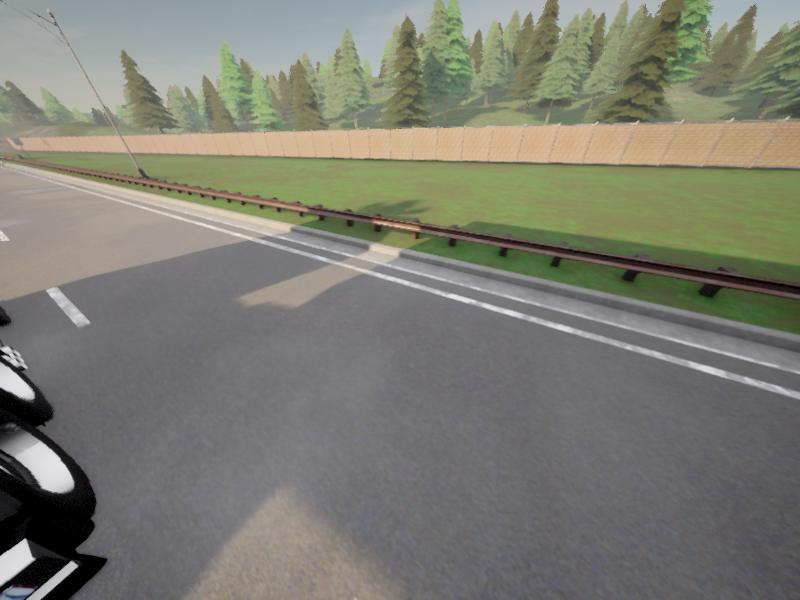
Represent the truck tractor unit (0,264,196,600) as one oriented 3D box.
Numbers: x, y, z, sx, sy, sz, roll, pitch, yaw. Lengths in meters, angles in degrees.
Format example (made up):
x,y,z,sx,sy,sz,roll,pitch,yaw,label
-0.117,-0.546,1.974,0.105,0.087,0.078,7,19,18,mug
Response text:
x,y,z,sx,sy,sz,roll,pitch,yaw,label
-5.111,-0.298,0.790,6.516,4.208,3.053,18,39,24,truck tractor unit
